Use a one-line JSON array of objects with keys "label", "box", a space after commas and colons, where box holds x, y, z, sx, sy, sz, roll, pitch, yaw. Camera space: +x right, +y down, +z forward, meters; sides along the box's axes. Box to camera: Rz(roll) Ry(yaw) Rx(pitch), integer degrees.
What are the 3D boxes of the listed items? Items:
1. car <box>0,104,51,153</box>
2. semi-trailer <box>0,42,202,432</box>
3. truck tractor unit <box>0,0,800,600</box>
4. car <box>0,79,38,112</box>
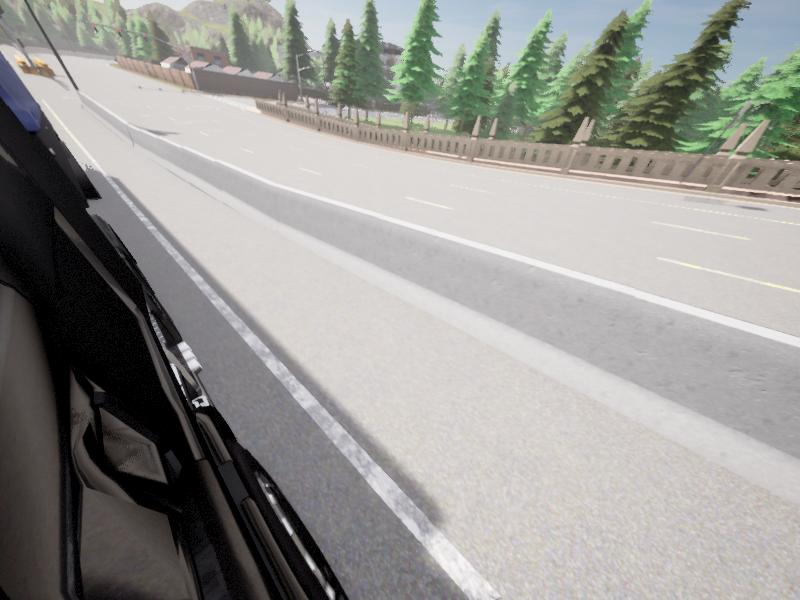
[{"label": "car", "box": [-18.762, -8.100, 10.804, 1.994, 1.385, 4.181, -27, 51, -34]}, {"label": "semi-trailer", "box": [-8.665, -3.698, 4.152, 14.254, 4.402, 2.717, 29, 44, 29]}, {"label": "truck tractor unit", "box": [-2.645, -0.295, 0.352, 6.516, 4.208, 3.053, 28, 44, 30]}, {"label": "car", "box": [-28.735, -14.960, 16.807, 3.806, 1.475, 1.970, 34, 47, 26]}]
